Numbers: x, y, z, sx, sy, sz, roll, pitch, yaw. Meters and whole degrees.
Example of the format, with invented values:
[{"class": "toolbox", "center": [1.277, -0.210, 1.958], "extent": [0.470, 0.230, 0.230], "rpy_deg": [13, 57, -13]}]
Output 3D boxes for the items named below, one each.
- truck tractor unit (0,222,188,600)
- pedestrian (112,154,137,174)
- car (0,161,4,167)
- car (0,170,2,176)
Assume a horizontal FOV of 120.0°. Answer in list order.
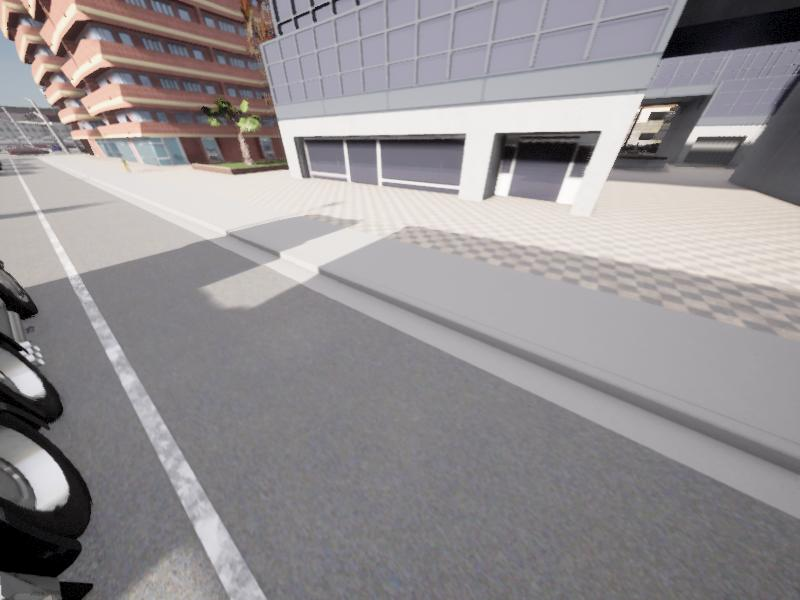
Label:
[{"class": "truck tractor unit", "center": [-5.037, -0.370, 0.876], "extent": [6.516, 4.208, 3.053], "rpy_deg": [21, 40, 27]}, {"class": "pedestrian", "center": [-21.540, -10.649, 18.066], "extent": [0.751, 1.300, 0.751], "rpy_deg": [28, 44, 34]}, {"class": "car", "center": [-46.577, -15.745, 25.580], "extent": [5.027, 1.651, 2.152], "rpy_deg": [22, 40, 28]}, {"class": "car", "center": [-34.370, -10.771, 18.619], "extent": [4.718, 1.301, 1.895], "rpy_deg": [22, 40, 28]}]
